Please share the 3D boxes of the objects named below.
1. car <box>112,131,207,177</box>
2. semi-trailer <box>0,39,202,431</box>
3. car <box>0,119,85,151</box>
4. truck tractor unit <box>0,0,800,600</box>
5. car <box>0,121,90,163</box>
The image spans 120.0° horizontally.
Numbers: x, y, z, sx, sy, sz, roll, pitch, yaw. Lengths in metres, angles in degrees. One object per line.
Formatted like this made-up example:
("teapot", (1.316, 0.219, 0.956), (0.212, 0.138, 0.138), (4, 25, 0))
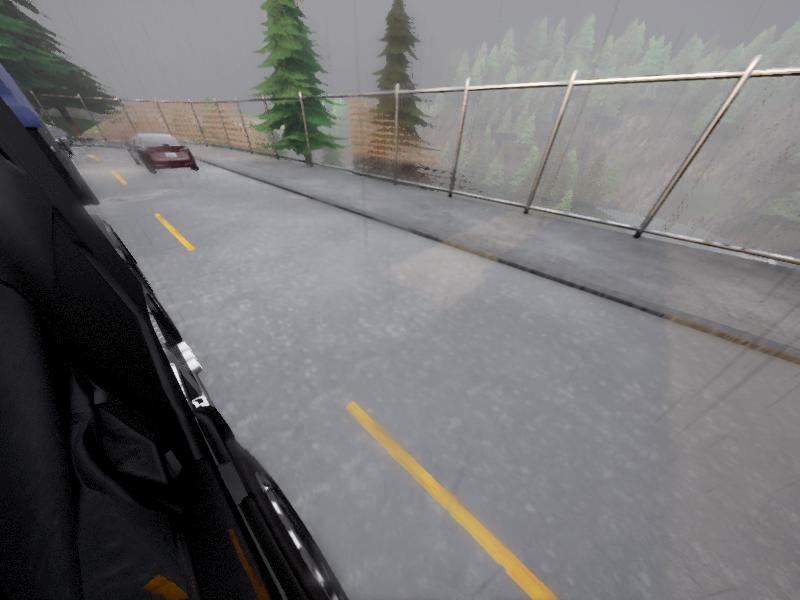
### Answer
("car", (-12.206, -7.541, 11.718), (4.792, 1.488, 2.163), (28, 44, 30))
("semi-trailer", (-8.742, -3.572, 4.189), (14.254, 4.402, 2.717), (28, 44, 29))
("car", (-26.074, -11.284, 15.751), (5.027, 1.651, 2.152), (-4, 37, -9))
("truck tractor unit", (-2.645, -0.295, 0.351), (6.516, 4.208, 3.053), (28, 44, 30))
("car", (-20.740, -8.638, 12.532), (5.238, 1.638, 1.930), (9, 36, 8))
